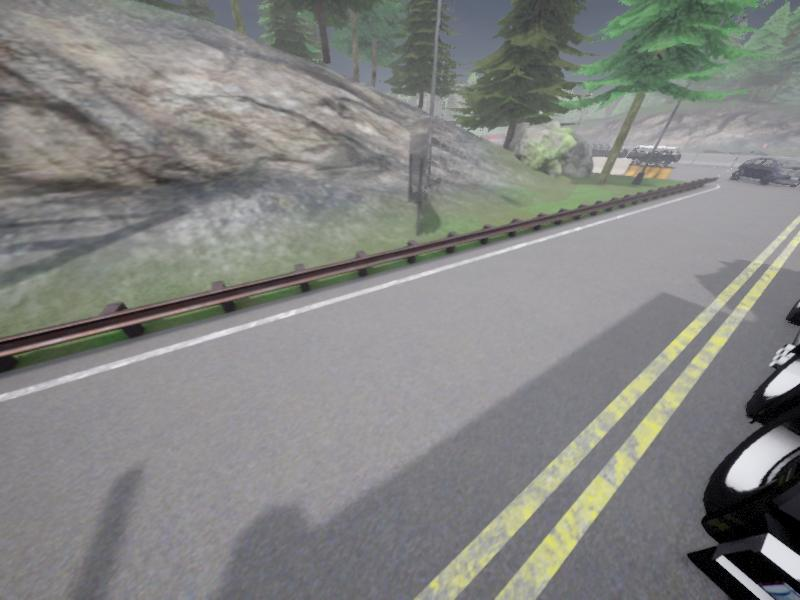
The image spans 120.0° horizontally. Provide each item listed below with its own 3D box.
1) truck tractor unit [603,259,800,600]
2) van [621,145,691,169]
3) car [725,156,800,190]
[{"bbox_3d":[5.104,-0.307,0.794,6.516,4.208,3.053,-19,39,-25],"label":"truck tractor unit"},{"bbox_3d":[28.968,-16.418,26.364,2.069,2.038,4.480,-19,39,-25],"label":"van"},{"bbox_3d":[25.394,-8.742,15.765,1.789,1.549,3.705,15,37,15],"label":"car"}]
